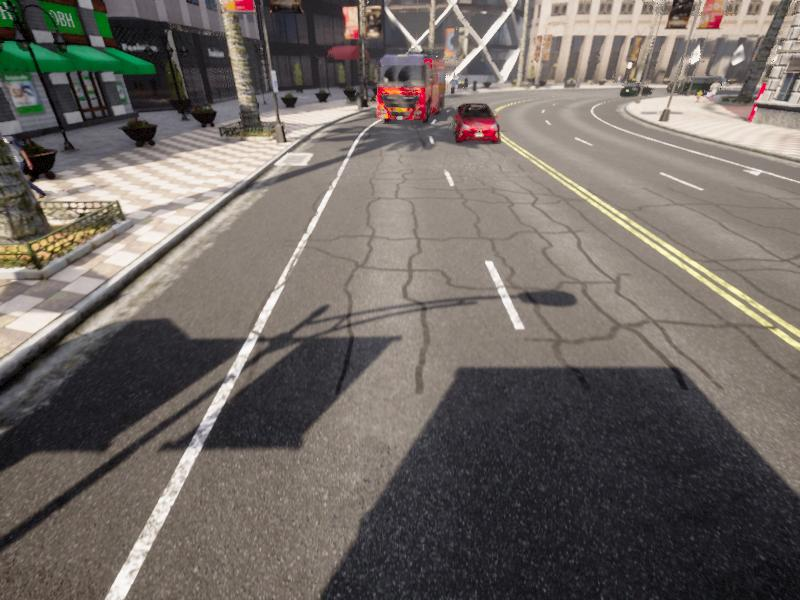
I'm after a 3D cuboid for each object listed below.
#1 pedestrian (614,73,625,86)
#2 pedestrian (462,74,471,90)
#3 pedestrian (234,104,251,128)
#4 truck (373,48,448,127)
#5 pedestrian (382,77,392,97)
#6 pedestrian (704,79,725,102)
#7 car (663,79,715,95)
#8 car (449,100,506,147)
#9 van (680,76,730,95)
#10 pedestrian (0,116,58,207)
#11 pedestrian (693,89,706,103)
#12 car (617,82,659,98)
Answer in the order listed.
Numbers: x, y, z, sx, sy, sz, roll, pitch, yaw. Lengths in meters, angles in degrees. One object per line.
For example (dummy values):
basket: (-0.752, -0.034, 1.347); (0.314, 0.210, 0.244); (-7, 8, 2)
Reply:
pedestrian: (35.793, -35.959, 65.248); (0.751, 1.860, 0.751); (-9, 32, -16)
pedestrian: (8.935, -29.394, 54.010); (0.751, 1.860, 0.751); (-23, 38, -34)
pedestrian: (-8.285, -9.666, 21.052); (0.500, 1.100, 0.500); (4, 31, 6)
truck: (0.956, -13.733, 25.660); (2.891, 3.827, 8.468); (7, 31, 11)
pedestrian: (-1.393, -22.815, 42.765); (0.751, 1.860, 0.751); (15, 33, 23)
pedestrian: (28.460, -18.951, 36.194); (0.751, 1.860, 0.751); (-23, 37, -33)
car: (37.602, -27.800, 52.180); (5.027, 1.651, 2.152); (-4, 31, -7)
car: (3.502, -8.457, 18.927); (2.007, 1.525, 4.514); (1, 30, 2)
van: (37.185, -26.242, 48.876); (4.442, 1.987, 1.775); (-4, 31, -7)
pedestrian: (-8.932, -3.167, 9.201); (0.751, 1.860, 0.751); (1, 30, 2)
pedestrian: (26.425, -18.002, 35.323); (0.500, 1.100, 0.500); (25, 38, 35)
car: (27.125, -23.954, 45.573); (4.181, 1.385, 1.994); (-18, 35, -28)
